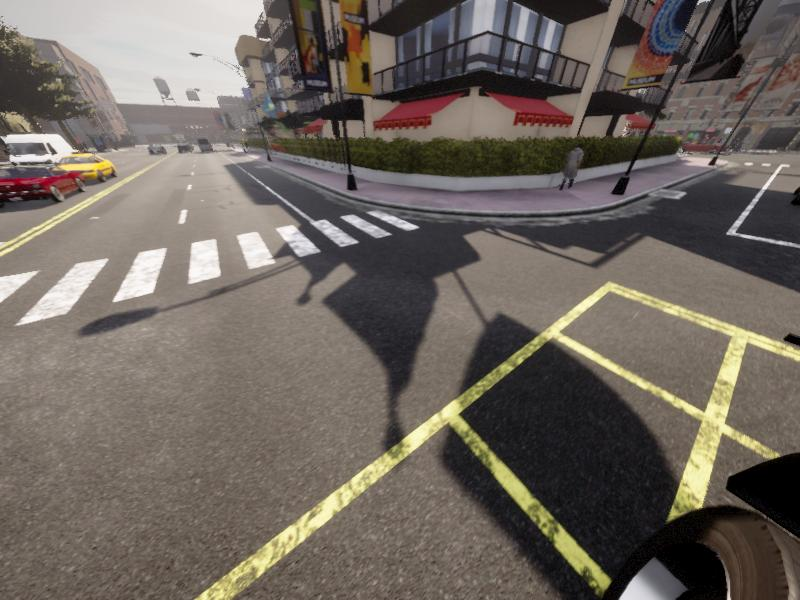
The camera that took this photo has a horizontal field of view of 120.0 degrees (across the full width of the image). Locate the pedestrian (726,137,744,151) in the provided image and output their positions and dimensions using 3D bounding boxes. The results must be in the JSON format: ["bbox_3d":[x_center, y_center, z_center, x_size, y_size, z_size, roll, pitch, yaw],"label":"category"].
[{"bbox_3d":[52.977,-24.722,36.540,0.751,1.860,0.751,23,41,29],"label":"pedestrian"}]

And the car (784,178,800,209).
[{"bbox_3d":[17.330,-4.506,8.926,5.357,1.411,2.033,-22,41,-28],"label":"car"}]

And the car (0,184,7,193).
[{"bbox_3d":[-20.081,-4.867,9.679,1.837,1.490,4.892,-22,41,-28],"label":"car"}]

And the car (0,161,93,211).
[{"bbox_3d":[-16.316,-5.230,10.332,1.895,1.301,4.718,-22,41,-28],"label":"car"}]

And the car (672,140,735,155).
[{"bbox_3d":[43.530,-22.048,33.347,2.152,1.651,5.027,-20,40,-26],"label":"car"}]

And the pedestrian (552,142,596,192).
[{"bbox_3d":[7.808,-6.011,10.432,0.751,1.860,0.751,-22,40,-27],"label":"pedestrian"}]

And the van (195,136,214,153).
[{"bbox_3d":[-38.443,-30.610,45.397,1.988,2.561,5.915,-22,41,-28],"label":"van"}]

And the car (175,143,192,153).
[{"bbox_3d":[-41.836,-29.440,44.675,1.837,1.490,4.892,-22,41,-28],"label":"car"}]

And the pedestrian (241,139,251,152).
[{"bbox_3d":[-27.788,-27.879,41.720,0.751,1.860,0.751,-25,42,-31],"label":"pedestrian"}]

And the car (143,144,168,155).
[{"bbox_3d":[-41.637,-25.794,39.497,2.128,1.511,4.902,-22,41,-28],"label":"car"}]

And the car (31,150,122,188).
[{"bbox_3d":[-20.310,-8.574,14.857,1.801,1.575,5.366,-22,41,-28],"label":"car"}]

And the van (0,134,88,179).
[{"bbox_3d":[-27.319,-11.143,17.725,1.988,2.561,5.915,-22,41,-28],"label":"van"}]
